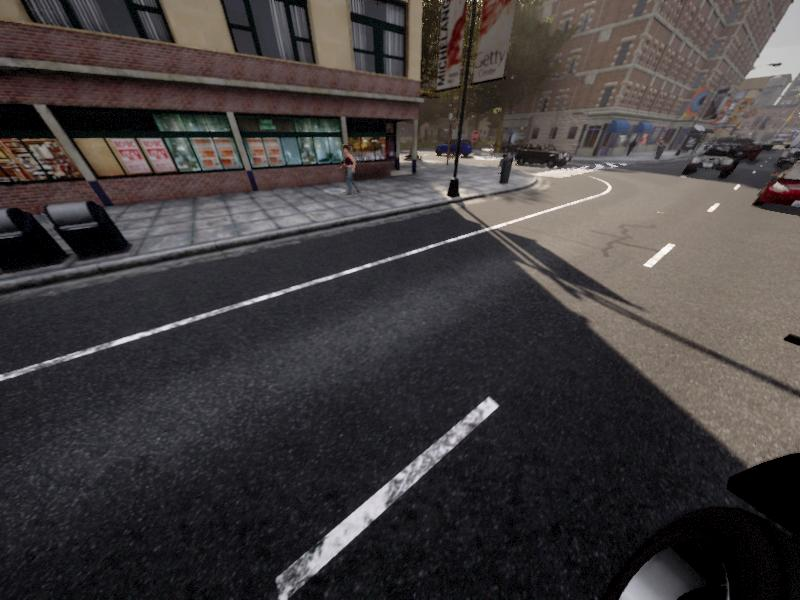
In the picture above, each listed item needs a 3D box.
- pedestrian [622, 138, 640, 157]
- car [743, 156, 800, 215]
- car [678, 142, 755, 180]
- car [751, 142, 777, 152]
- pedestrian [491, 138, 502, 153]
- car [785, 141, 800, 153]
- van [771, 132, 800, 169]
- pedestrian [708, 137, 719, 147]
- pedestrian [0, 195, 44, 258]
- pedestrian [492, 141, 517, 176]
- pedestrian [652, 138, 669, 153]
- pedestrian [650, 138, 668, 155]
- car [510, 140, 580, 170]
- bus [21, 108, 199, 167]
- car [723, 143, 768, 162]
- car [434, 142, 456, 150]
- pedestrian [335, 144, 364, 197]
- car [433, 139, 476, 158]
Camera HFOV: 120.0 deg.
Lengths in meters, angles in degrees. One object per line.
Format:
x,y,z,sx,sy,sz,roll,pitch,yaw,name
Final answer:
27.356,-18.018,27.335,0.751,1.860,0.751,-29,44,-34,pedestrian
15.574,-4.392,8.732,4.792,1.488,2.163,-23,41,-28,car
20.882,-9.243,15.229,4.605,1.855,1.932,-22,41,-28,car
63.042,-26.574,39.978,4.718,1.301,1.895,-23,41,-28,car
14.605,-23.357,35.013,0.751,1.860,0.751,-24,41,-30,pedestrian
62.268,-23.828,35.967,4.674,1.442,1.812,-23,41,-28,car
34.714,-12.754,19.621,6.366,2.431,2.351,-23,41,-28,van
71.371,-36.066,52.592,0.751,1.860,0.751,-23,41,-29,pedestrian
-8.776,-1.844,4.674,0.751,1.860,0.751,-22,41,-28,pedestrian
6.563,-8.940,14.621,0.751,1.860,0.751,-23,41,-28,pedestrian
37.599,-22.321,33.359,0.751,1.860,0.751,-25,42,-31,pedestrian
34.132,-20.237,30.431,0.751,1.860,0.751,-21,40,-26,pedestrian
12.835,-13.164,20.842,1.932,1.855,4.605,-20,41,-26,car
-28.346,-16.700,24.128,10.273,4.253,3.944,-22,41,-29,bus
37.300,-15.946,24.903,5.008,1.535,1.882,-23,41,-28,car
9.836,-33.841,50.713,4.718,1.301,1.895,-23,41,-28,car
-2.101,-5.408,9.678,0.751,1.860,0.751,-18,39,-24,pedestrian
7.348,-21.039,31.925,2.150,2.045,5.566,-23,41,-29,car
